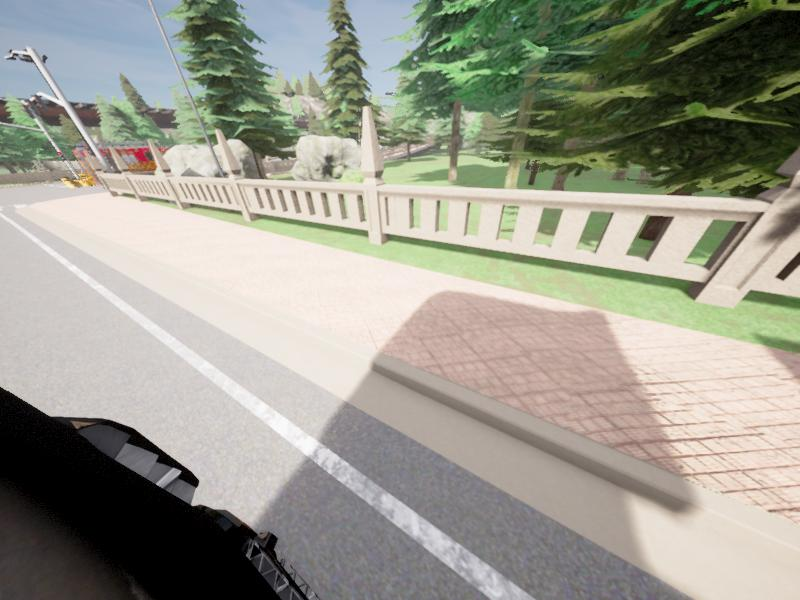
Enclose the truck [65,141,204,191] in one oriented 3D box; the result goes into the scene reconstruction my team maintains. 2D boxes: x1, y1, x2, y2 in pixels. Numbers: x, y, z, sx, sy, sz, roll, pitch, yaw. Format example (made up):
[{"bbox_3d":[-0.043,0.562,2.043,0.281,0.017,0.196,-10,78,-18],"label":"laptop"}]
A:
[{"bbox_3d":[-27.229,-14.403,24.549,2.891,3.827,8.468,16,38,26],"label":"truck"}]
